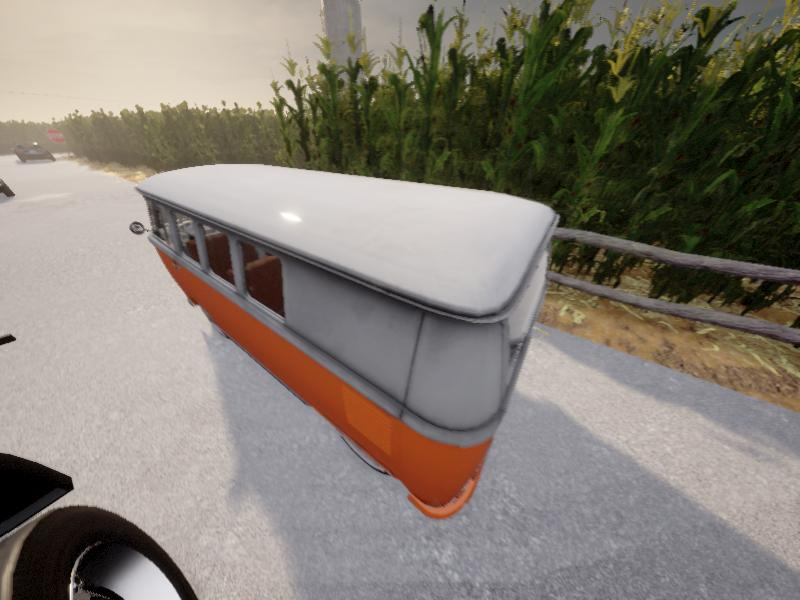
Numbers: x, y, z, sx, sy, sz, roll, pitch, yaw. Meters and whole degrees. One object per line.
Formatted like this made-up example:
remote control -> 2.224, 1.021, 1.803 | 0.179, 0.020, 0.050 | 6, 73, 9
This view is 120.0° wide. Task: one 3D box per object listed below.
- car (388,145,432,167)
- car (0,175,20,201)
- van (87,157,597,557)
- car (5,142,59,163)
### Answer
car -> 1.121, -14.661, 23.342 | 1.801, 1.575, 5.366 | 22, 41, 28
car -> -18.936, -5.217, 10.022 | 4.718, 1.301, 1.895 | 21, 40, 27
van -> -0.998, -0.283, 2.577 | 4.442, 1.987, 1.775 | 22, 41, 28
car -> -38.109, -15.352, 23.908 | 4.611, 1.667, 2.242 | 22, 41, 28
